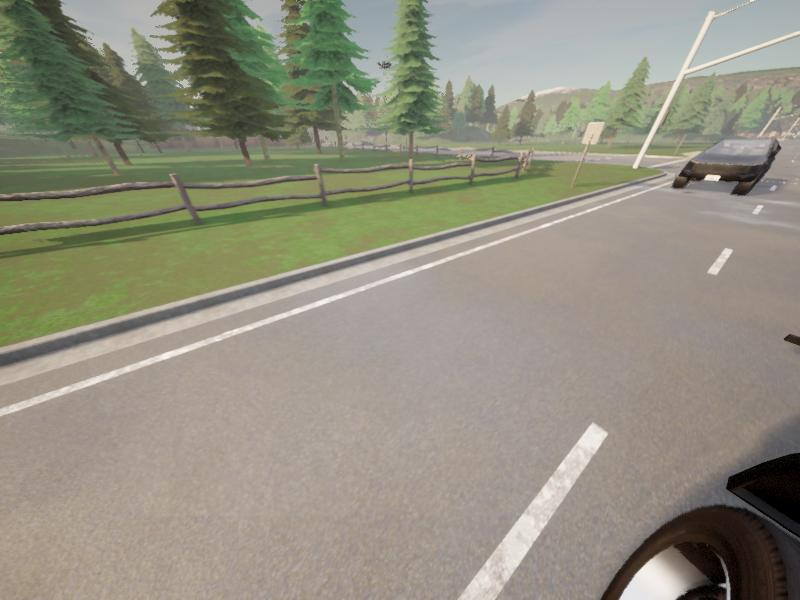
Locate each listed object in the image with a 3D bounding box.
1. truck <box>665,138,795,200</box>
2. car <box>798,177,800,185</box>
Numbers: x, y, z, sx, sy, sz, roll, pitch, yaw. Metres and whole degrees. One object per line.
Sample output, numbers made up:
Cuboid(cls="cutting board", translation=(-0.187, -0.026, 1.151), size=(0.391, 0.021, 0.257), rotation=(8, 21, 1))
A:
Cuboid(cls="truck", translation=(16.234, -6.653, 11.342), size=(6.274, 2.098, 2.390), rotation=(-22, 40, -28))
Cuboid(cls="car", translation=(24.174, -7.205, 12.447), size=(5.027, 1.651, 2.152), rotation=(-22, 40, -27))
